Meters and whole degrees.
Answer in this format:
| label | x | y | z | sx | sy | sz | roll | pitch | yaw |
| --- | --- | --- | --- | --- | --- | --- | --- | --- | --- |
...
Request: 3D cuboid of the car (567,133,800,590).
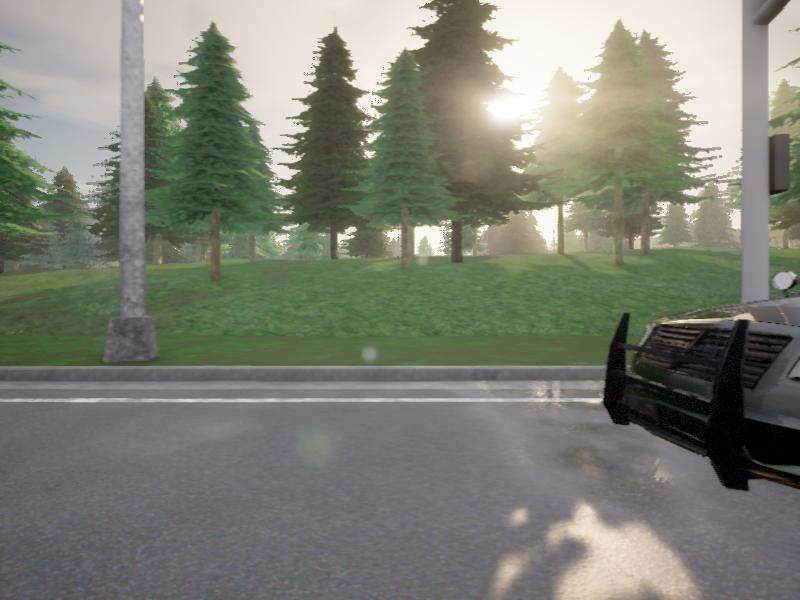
| label | x | y | z | sx | sy | sz | roll | pitch | yaw |
| --- | --- | --- | --- | --- | --- | --- | --- | --- | --- |
| car | 3.837 | 0.231 | 2.204 | 4.974 | 1.542 | 2.038 | 1 | 0 | 0 |
